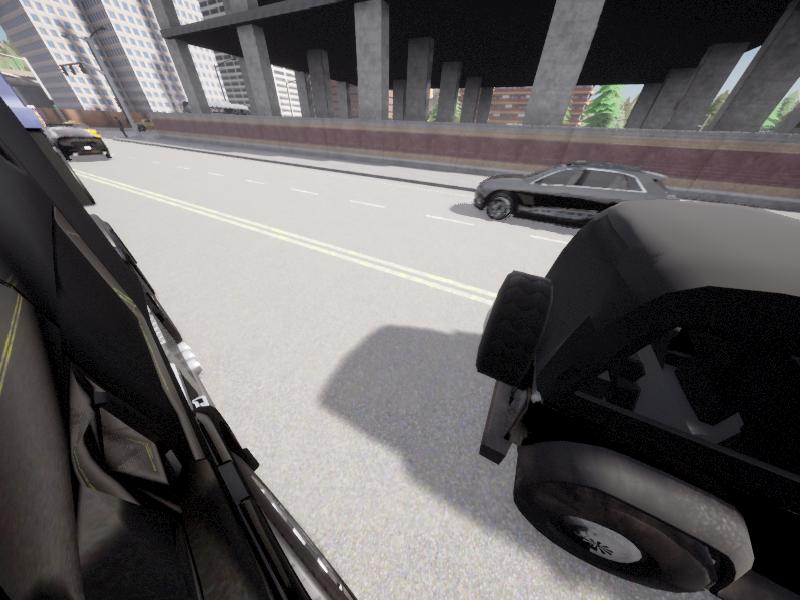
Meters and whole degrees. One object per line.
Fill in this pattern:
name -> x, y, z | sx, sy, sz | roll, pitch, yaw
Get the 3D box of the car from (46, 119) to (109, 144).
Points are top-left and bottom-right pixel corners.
car -> -29.187, -15.257, 20.909 | 5.366, 1.575, 1.801 | 21, 40, 23

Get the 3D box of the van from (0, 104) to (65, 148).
van -> -29.111, -13.113, 17.336 | 6.366, 2.431, 2.351 | 19, 40, 21

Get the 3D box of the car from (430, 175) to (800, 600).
car -> 2.425, 0.733, 1.236 | 3.866, 1.878, 1.905 | 20, 40, 21

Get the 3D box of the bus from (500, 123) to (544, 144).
bus -> 35.125, -48.131, 66.730 | 10.273, 4.253, 3.944 | 20, 40, 22

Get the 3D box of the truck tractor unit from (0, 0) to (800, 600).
truck tractor unit -> -2.645, -0.295, 0.351 | 6.516, 4.208, 3.053 | 28, 44, 30

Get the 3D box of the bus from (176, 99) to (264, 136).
bus -> -29.456, -30.291, 38.783 | 3.944, 4.253, 10.273 | 20, 40, 22

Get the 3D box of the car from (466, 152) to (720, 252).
car -> 4.749, -3.102, 6.736 | 4.856, 1.649, 2.033 | 20, 40, 21

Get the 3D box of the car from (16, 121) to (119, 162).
car -> -19.585, -9.409, 13.635 | 5.238, 1.638, 1.930 | 20, 40, 21

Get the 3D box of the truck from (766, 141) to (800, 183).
truck -> 30.285, -9.472, 16.076 | 2.627, 2.467, 5.204 | 20, 40, 21

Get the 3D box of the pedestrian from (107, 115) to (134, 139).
pedestrian -> -28.823, -17.826, 23.842 | 0.751, 1.860, 0.751 | -6, 38, -12

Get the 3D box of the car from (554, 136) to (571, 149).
car -> 29.375, -28.521, 41.782 | 1.905, 1.878, 3.866 | 20, 40, 21

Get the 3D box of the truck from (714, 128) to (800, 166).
truck -> 48.829, -21.140, 31.734 | 2.891, 3.827, 8.468 | 20, 40, 21

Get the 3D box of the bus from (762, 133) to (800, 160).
bus -> 83.498, -30.714, 46.463 | 10.273, 4.253, 3.944 | 20, 40, 22

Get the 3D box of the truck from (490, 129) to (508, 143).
truck -> 23.513, -38.787, 54.720 | 2.615, 2.467, 5.204 | 20, 40, 21

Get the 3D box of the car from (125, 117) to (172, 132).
car -> -41.675, -29.136, 38.452 | 1.932, 1.855, 4.605 | 21, 41, 23

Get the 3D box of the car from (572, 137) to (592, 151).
car -> 31.951, -27.597, 40.706 | 1.905, 1.878, 3.866 | 20, 40, 21

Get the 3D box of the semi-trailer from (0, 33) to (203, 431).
semi-trailer -> -8.773, -3.552, 4.155 | 14.254, 4.402, 2.717 | 27, 43, 29
